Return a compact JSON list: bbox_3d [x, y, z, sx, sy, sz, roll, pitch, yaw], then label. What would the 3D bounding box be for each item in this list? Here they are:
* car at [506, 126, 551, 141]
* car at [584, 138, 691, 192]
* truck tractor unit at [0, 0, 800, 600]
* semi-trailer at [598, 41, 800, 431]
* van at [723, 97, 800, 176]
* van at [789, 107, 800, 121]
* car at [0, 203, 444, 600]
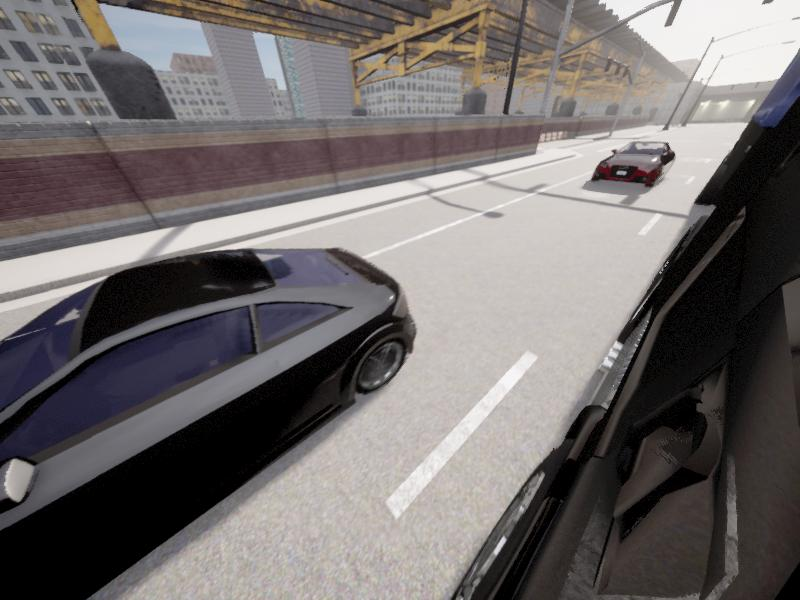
[{"bbox_3d":[17.916,-23.285,32.297,4.974,1.542,2.038,-9,37,-8],"label":"car"},{"bbox_3d":[9.826,-5.722,9.554,4.181,1.385,1.994,-28,44,-30],"label":"car"},{"bbox_3d":[2.645,-0.295,0.351,6.516,4.208,3.053,-28,44,-30],"label":"truck tractor unit"},{"bbox_3d":[8.682,-3.606,4.257,14.254,4.402,2.717,-28,44,-30],"label":"semi-trailer"},{"bbox_3d":[17.895,-7.767,10.838,5.915,2.561,1.988,-28,44,-30],"label":"van"},{"bbox_3d":[94.013,-43.427,53.918,5.915,2.561,1.988,-29,44,-31],"label":"van"},{"bbox_3d":[-1.855,0.524,1.907,4.181,1.385,1.994,-28,44,-30],"label":"car"}]
